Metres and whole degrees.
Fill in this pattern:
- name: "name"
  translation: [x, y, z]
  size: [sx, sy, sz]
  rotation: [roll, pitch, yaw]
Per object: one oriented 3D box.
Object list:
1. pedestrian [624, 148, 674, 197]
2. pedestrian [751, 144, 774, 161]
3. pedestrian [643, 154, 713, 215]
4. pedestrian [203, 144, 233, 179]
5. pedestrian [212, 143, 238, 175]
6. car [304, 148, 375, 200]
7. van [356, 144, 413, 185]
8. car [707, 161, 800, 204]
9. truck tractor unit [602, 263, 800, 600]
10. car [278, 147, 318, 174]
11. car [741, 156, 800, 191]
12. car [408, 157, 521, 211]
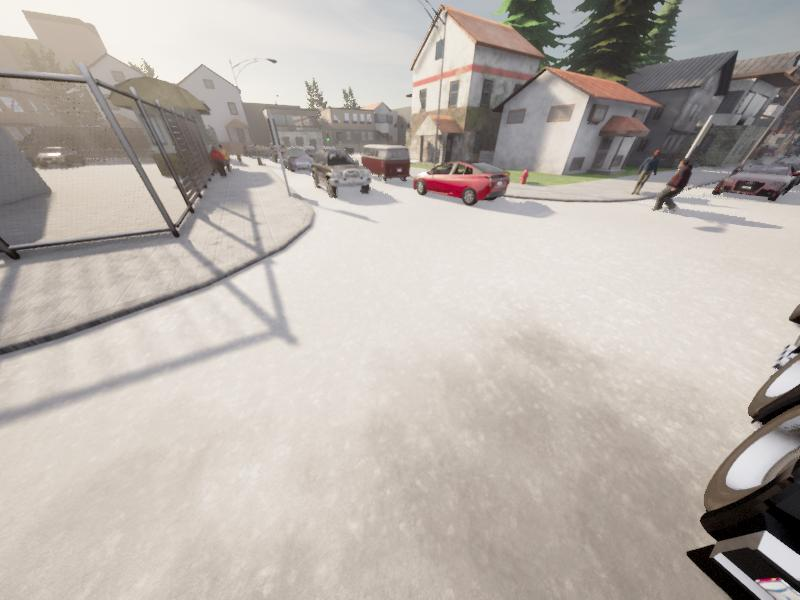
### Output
- name: "pedestrian"
  translation: [11.370, -5.864, 10.648]
  size: [0.751, 1.860, 0.751]
  rotation: [19, 39, 25]
- name: "pedestrian"
  translation: [47.184, -19.222, 30.089]
  size: [0.751, 1.860, 0.751]
  rotation: [-21, 40, -27]
- name: "pedestrian"
  translation: [10.045, -4.201, 8.433]
  size: [0.751, 1.860, 0.751]
  rotation: [-19, 39, -25]
- name: "pedestrian"
  translation: [-11.415, -8.702, 14.537]
  size: [0.751, 1.860, 0.751]
  rotation: [-13, 37, -19]
- name: "pedestrian"
  translation: [-12.486, -10.074, 16.514]
  size: [0.751, 1.860, 0.751]
  rotation: [-12, 37, -17]
- name: "car"
  translation: [-3.199, -6.599, 11.808]
  size: [1.932, 1.855, 4.605]
  rotation: [-18, 38, -24]
- name: "van"
  translation: [-1.135, -9.180, 15.432]
  size: [1.775, 1.987, 4.442]
  rotation: [-19, 39, -25]
- name: "car"
  translation: [17.896, -5.957, 11.483]
  size: [4.181, 1.385, 1.994]
  rotation: [-18, 39, -24]
- name: "truck tractor unit"
  translation: [5.107, -0.305, 0.784]
  size: [6.516, 4.208, 3.053]
  rotation: [-18, 39, -24]
- name: "car"
  translation: [-8.808, -12.072, 19.836]
  size: [2.033, 1.649, 4.856]
  rotation: [-18, 39, -24]
- name: "car"
  translation: [23.054, -7.712, 13.899]
  size: [3.633, 1.501, 1.845]
  rotation: [-18, 39, -24]
- name: "car"
  translation: [2.607, -5.480, 10.548]
  size: [2.007, 1.525, 4.514]
  rotation: [-25, 42, -31]
